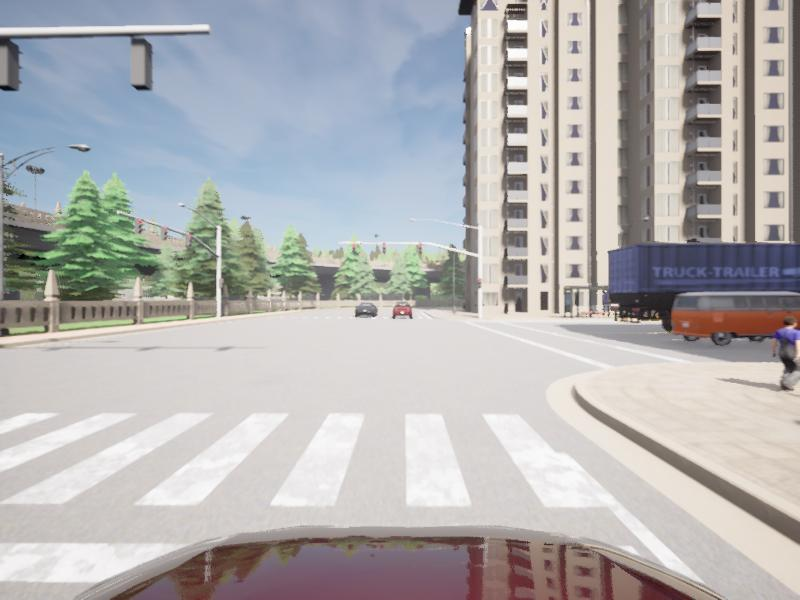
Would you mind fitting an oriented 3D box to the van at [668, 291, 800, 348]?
[{"bbox_3d":[12.798,0.672,14.929,4.442,1.987,1.775,0,0,0],"label":"van"}]

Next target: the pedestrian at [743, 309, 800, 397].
[{"bbox_3d":[6.214,0.807,6.444,0.751,1.300,0.751,0,0,-15],"label":"pedestrian"}]

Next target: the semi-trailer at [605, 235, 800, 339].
[{"bbox_3d":[17.267,-0.540,18.435,14.254,4.402,2.717,0,0,0],"label":"semi-trailer"}]

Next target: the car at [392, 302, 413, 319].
[{"bbox_3d":[0.224,0.897,36.616,1.816,1.474,4.193,0,0,0],"label":"car"}]

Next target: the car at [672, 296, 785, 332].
[{"bbox_3d":[17.893,0.738,21.952,4.605,1.855,1.932,1,0,0],"label":"car"}]

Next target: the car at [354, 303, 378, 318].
[{"bbox_3d":[-3.260,0.953,39.312,1.994,1.385,4.181,0,0,1],"label":"car"}]
